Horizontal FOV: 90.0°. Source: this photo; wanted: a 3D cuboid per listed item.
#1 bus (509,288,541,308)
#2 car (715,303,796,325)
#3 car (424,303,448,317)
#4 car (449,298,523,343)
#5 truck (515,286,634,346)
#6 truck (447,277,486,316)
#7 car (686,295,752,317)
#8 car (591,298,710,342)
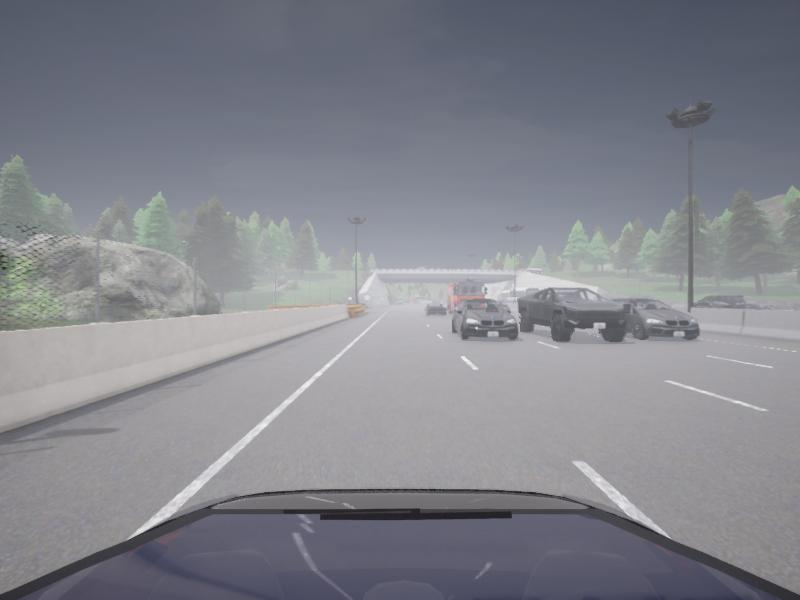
[{"bbox_3d":[27.881,-0.518,89.865,3.944,4.253,10.273,0,0,0],"label":"bus"},{"bbox_3d":[24.305,0.914,27.593,1.994,1.385,4.181,0,0,2],"label":"car"},{"bbox_3d":[3.500,0.953,39.563,1.895,1.301,4.718,0,0,0],"label":"car"},{"bbox_3d":[3.499,0.760,17.286,2.242,1.667,4.611,0,0,0],"label":"car"},{"bbox_3d":[7.000,0.546,17.120,2.390,2.098,6.274,0,0,0],"label":"truck"},{"bbox_3d":[6.996,-0.311,43.290,2.891,3.827,8.468,0,0,0],"label":"truck"},{"bbox_3d":[31.490,0.577,39.786,2.150,2.045,5.566,0,0,0],"label":"car"},{"bbox_3d":[10.502,0.760,17.316,2.242,1.667,4.611,0,0,0],"label":"car"}]
